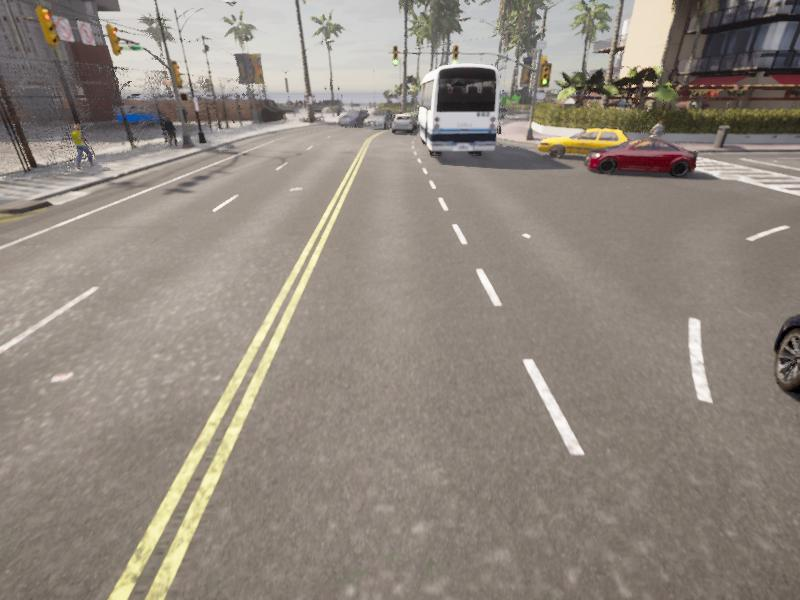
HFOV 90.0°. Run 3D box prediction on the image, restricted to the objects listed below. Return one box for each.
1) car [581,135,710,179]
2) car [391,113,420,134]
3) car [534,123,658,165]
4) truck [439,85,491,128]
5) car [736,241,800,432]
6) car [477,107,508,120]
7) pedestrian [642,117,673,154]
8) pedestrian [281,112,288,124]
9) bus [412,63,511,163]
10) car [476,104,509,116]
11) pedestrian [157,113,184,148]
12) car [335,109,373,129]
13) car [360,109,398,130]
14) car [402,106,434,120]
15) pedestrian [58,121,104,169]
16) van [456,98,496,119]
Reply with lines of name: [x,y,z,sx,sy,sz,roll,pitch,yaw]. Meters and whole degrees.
car: [10.160,-6.146,17.021,4.181,1.385,1.994,8,28,15]
car: [0.521,-15.846,35.819,1.970,1.475,3.806,5,28,9]
car: [9.970,-8.138,20.668,5.366,1.575,1.801,13,30,23]
truck: [7.109,-20.886,43.014,2.891,3.827,8.468,12,30,23]
car: [4.816,1.164,2.713,2.163,1.488,4.792,8,28,16]
car: [12.670,-25.604,54.841,4.181,1.385,1.994,-23,35,-37]
pedestrian: [14.345,-9.196,22.338,0.751,1.860,0.751,-4,27,-7]
pedestrian: [-12.766,-20.171,44.330,0.500,1.100,0.500,-1,27,-1]
bus: [2.891,-11.029,23.403,3.944,4.253,10.273,-1,27,-1]
car: [14.841,-30.534,64.137,5.027,1.651,2.152,-16,31,-29]
pedestrian: [-13.936,-10.314,24.339,0.751,1.860,0.751,-2,27,-4]
car: [-4.748,-19.116,42.040,2.033,1.649,4.856,9,29,18]
car: [-1.981,-17.945,39.700,2.242,1.667,4.611,8,28,15]
car: [2.408,-25.230,54.000,2.007,1.525,4.514,20,33,34]
pedestrian: [-13.798,-6.724,17.358,0.751,1.860,0.751,-1,27,-1]
van: [10.940,-27.576,57.407,5.915,2.561,1.988,-21,33,-34]
